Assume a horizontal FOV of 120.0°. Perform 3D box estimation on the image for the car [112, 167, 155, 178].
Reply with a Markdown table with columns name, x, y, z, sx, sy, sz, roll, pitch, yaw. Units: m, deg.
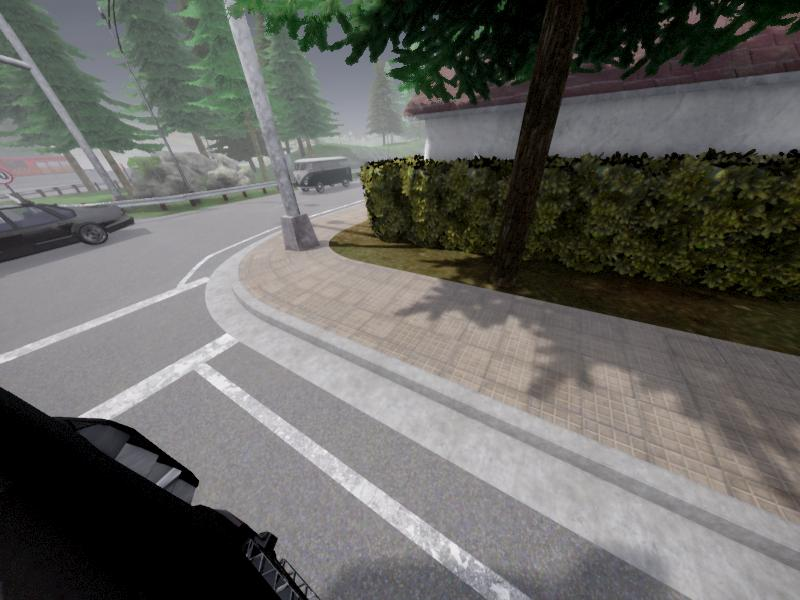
| name | x | y | z | sx | sy | sz | roll | pitch | yaw |
| --- | --- | --- | --- | --- | --- | --- | --- | --- | --- |
| car | -47.735 | -22.998 | 41.475 | 1.895 | 1.301 | 4.718 | 16 | 38 | 26 |

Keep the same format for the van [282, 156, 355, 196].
| name | x | y | z | sx | sy | sz | roll | pitch | yaw |
| --- | --- | --- | --- | --- | --- | --- | --- | --- | --- |
| van | -5.412 | -8.783 | 16.149 | 1.775 | 1.987 | 4.442 | 16 | 38 | 26 |

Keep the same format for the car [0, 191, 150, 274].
| name | x | y | z | sx | sy | sz | roll | pitch | yaw |
| --- | --- | --- | --- | --- | --- | --- | --- | --- | --- |
| car | -11.011 | -1.762 | 6.333 | 2.033 | 1.411 | 5.357 | 5 | 35 | 12 |

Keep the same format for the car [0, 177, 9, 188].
| name | x | y | z | sx | sy | sz | roll | pitch | yaw |
| --- | --- | --- | --- | --- | --- | --- | --- | --- | --- |
| car | -55.782 | -15.103 | 30.025 | 1.837 | 1.490 | 4.892 | 16 | 38 | 26 |

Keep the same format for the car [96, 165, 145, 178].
| name | x | y | z | sx | sy | sz | roll | pitch | yaw |
| --- | --- | --- | --- | --- | --- | --- | --- | --- | --- |
| car | -51.100 | -23.632 | 42.466 | 1.801 | 1.575 | 5.366 | 16 | 38 | 26 |

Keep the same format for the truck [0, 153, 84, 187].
| name | x | y | z | sx | sy | sz | roll | pitch | yaw |
| --- | --- | --- | --- | --- | --- | --- | --- | --- | --- |
| truck | -56.008 | -19.770 | 34.958 | 2.891 | 3.827 | 8.468 | 16 | 38 | 26 |

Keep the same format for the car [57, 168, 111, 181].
| name | x | y | z | sx | sy | sz | roll | pitch | yaw |
| --- | --- | --- | --- | --- | --- | --- | --- | --- | --- |
| car | -56.133 | -22.446 | 41.192 | 2.033 | 1.411 | 5.357 | 16 | 38 | 26 |

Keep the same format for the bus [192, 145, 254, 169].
| name | x | y | z | sx | sy | sz | roll | pitch | yaw |
| --- | --- | --- | --- | --- | --- | --- | --- | --- | --- |
| bus | -41.588 | -34.122 | 55.072 | 3.944 | 4.253 | 10.273 | 16 | 38 | 26 |
